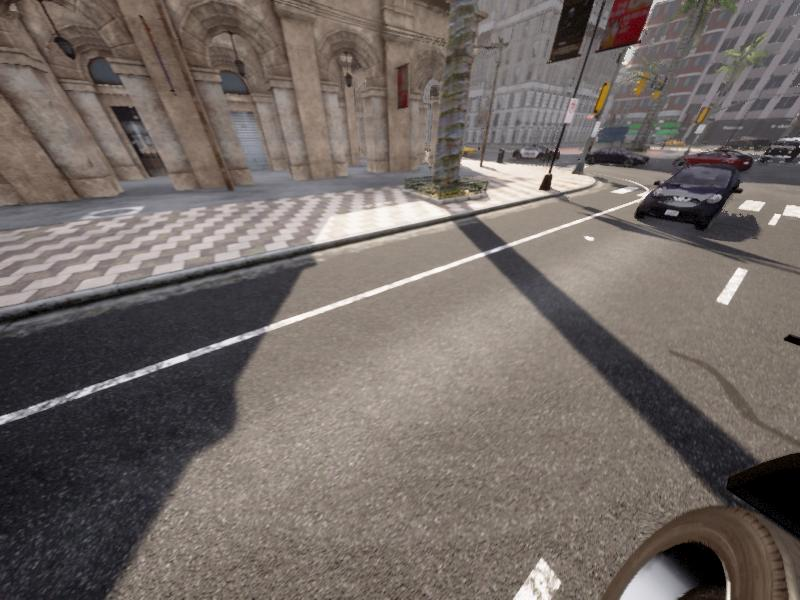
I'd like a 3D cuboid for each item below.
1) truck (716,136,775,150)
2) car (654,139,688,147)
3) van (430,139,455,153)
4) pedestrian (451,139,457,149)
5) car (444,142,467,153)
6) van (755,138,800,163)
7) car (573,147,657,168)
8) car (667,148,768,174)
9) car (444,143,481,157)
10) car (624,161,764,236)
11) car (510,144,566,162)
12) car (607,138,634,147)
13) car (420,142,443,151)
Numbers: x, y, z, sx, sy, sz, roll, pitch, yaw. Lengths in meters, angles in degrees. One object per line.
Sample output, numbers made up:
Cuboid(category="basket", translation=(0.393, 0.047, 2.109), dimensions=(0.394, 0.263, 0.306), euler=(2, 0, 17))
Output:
Cuboid(category="truck", translation=(65.838, -30.076, 44.281), dimensions=(2.390, 2.098, 6.274), euler=(5, 35, 7))
Cuboid(category="car", translation=(68.021, -39.456, 58.078), dimensions=(1.801, 1.575, 5.366), euler=(-8, 36, -10))
Cuboid(category="van", translation=(7.617, -27.772, 41.705), dimensions=(1.775, 1.987, 4.442), euler=(-21, 40, -27))
Cuboid(category="pedestrian", translation=(12.389, -35.959, 53.126), dimensions=(0.751, 1.860, 0.751), euler=(-20, 40, -26))
Cuboid(category="car", translation=(10.407, -28.827, 43.556), dimensions=(1.789, 1.549, 3.705), euler=(-21, 40, -27))
Cuboid(category="van", translation=(39.611, -15.440, 23.749), dimensions=(4.480, 2.038, 2.069), euler=(-18, 39, -24))
Cuboid(category="car", translation=(19.940, -13.493, 21.740), dimensions=(2.033, 1.411, 5.357), euler=(-23, 41, -29))
Cuboid(category="car", translation=(24.569, -11.030, 18.204), dimensions=(1.994, 1.385, 4.181), euler=(-5, 35, -6))
Cuboid(category="car", translation=(9.223, -22.602, 34.673), dimensions=(1.801, 1.575, 5.366), euler=(-21, 40, -27))
Cuboid(category="car", translation=(9.337, -3.414, 7.366), dimensions=(3.633, 1.501, 1.845), euler=(-23, 41, -29))
Cuboid(category="car", translation=(15.740, -16.992, 26.662), dimensions=(2.038, 1.542, 4.974), euler=(-21, 40, -27))
Cuboid(category="car", translation=(59.163, -42.424, 62.137), dimensions=(1.932, 1.855, 4.605), euler=(-14, 38, -18))
Cuboid(category="car", translation=(6.496, -32.178, 48.350), dimensions=(1.801, 1.575, 5.366), euler=(-21, 40, -27))
